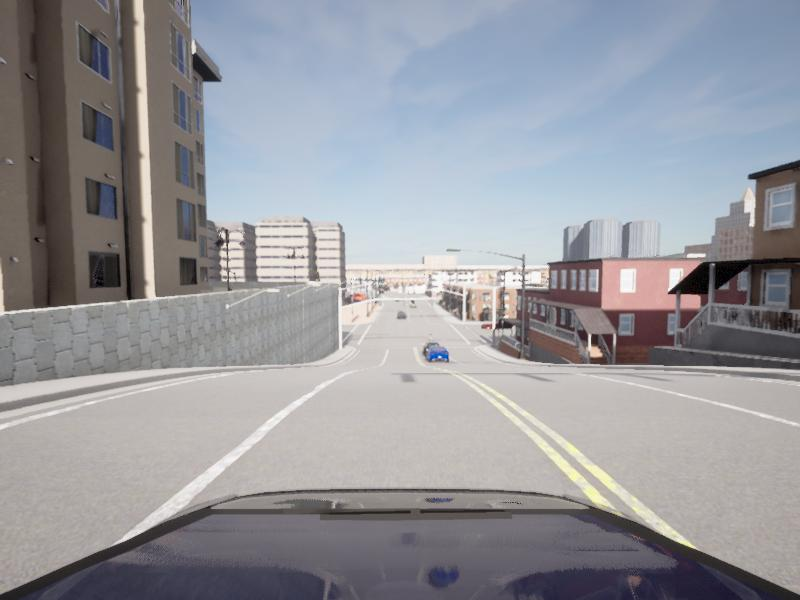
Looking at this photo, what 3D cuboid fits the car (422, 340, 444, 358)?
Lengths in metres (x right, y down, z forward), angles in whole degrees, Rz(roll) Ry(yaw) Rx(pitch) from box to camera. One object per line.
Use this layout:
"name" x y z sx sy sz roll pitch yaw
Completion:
"car" 3.663 5.496 45.388 2.033 1.649 4.856 0 -1 0

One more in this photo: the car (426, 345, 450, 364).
"car" 3.637 5.211 38.855 1.882 1.535 5.008 0 -4 0

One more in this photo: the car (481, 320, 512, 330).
"car" 16.875 4.446 70.354 5.008 1.535 1.882 0 3 0

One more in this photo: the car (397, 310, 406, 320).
"car" 0.327 3.350 88.800 1.930 1.638 5.238 0 3 0

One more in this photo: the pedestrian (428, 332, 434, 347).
"pedestrian" 4.167 5.299 53.323 0.751 1.860 0.751 0 3 6
